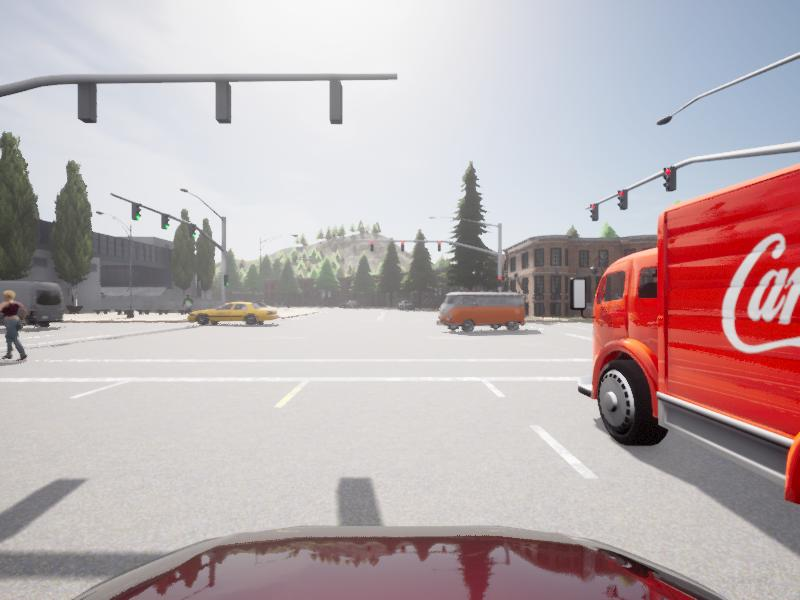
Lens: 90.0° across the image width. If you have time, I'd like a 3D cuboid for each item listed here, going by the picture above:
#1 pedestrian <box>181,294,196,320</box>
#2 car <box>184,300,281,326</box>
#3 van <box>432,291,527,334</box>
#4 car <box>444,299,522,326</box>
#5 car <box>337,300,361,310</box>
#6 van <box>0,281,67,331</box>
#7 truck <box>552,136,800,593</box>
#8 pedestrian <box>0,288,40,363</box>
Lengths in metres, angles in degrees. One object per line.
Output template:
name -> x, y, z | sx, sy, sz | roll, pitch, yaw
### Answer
pedestrian -> -15.517, 0.485, 29.362 | 0.751, 1.860, 0.751 | 0, 0, 1
car -> -10.444, 0.801, 25.197 | 5.366, 1.575, 1.801 | 0, 0, -1
van -> 3.995, 0.599, 20.103 | 4.442, 1.987, 1.775 | 0, 0, -21
car -> 5.654, 0.778, 27.609 | 4.856, 1.649, 2.033 | 0, 2, 35
car -> -9.413, 0.918, 73.252 | 2.152, 1.651, 5.027 | 0, 0, -39
van -> -21.779, 0.322, 21.568 | 5.915, 2.561, 1.988 | 0, 0, -1
truck -> 3.467, 0.353, 2.993 | 2.627, 2.467, 5.204 | 0, 0, -1
pedestrian -> -10.040, 0.637, 10.352 | 0.751, 1.860, 0.751 | 0, 0, 1
